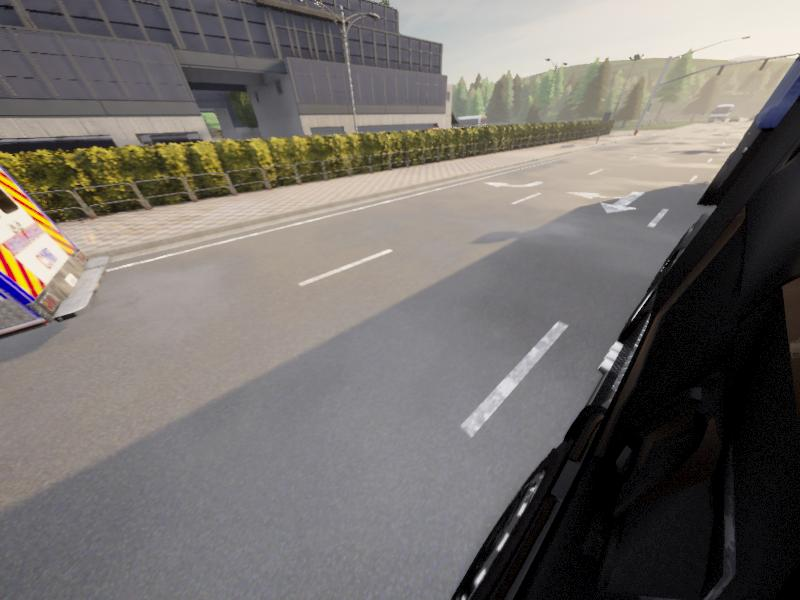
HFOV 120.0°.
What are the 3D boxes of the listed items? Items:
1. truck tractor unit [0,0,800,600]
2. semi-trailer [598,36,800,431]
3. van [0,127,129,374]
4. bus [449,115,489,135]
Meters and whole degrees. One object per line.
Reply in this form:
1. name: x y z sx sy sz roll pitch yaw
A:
1. truck tractor unit: 2.645 -0.295 0.352 6.516 4.208 3.053 -28 44 -30
2. semi-trailer: 8.709 -3.583 4.237 14.254 4.402 2.717 -28 43 -30
3. van: -7.325 0.301 1.716 6.366 2.431 2.351 -28 43 -30
4. bus: 19.780 -50.812 67.398 3.944 4.253 10.273 -28 43 -30
